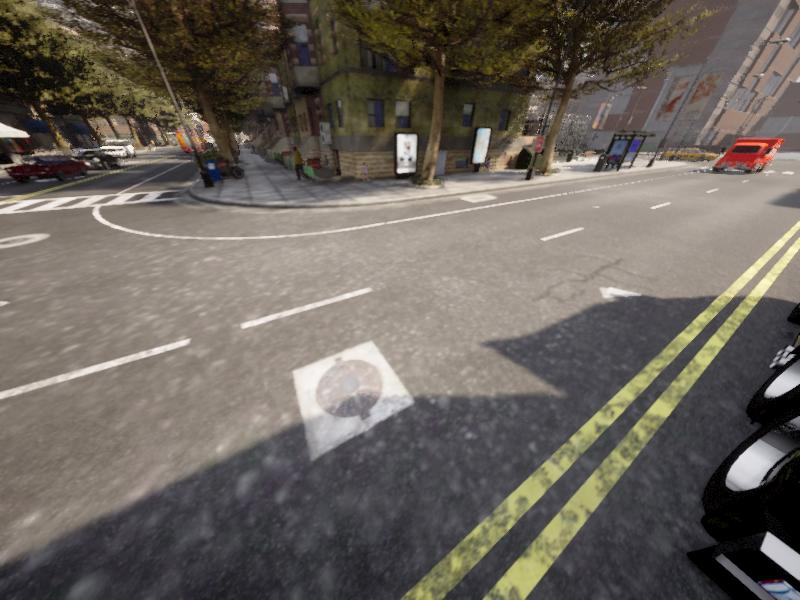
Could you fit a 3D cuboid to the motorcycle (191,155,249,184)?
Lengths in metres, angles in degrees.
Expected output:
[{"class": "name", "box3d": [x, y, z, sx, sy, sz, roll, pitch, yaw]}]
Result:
[{"class": "motorcycle", "box3d": [-10.678, -7.866, 13.870, 0.764, 1.277, 2.356, 9, 35, 30]}]

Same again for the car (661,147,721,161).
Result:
[{"class": "car", "box3d": [42.007, -21.256, 33.513, 2.128, 1.511, 4.902, -18, 39, -24]}]

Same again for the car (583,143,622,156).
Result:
[{"class": "car", "box3d": [36.310, -27.128, 41.658, 2.097, 1.767, 4.553, -18, 39, -24]}]

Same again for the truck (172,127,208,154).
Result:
[{"class": "truck", "box3d": [-38.941, -29.841, 43.235, 2.891, 3.827, 8.468, -18, 39, -24]}]

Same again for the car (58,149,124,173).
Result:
[{"class": "car", "box3d": [-26.017, -11.943, 19.673, 1.970, 1.475, 3.806, -18, 39, -24]}]

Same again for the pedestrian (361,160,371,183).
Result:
[{"class": "pedestrian", "box3d": [-1.970, -7.455, 13.422, 0.500, 1.100, 0.500, -6, 35, -9]}]

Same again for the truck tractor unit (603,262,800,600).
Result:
[{"class": "truck tractor unit", "box3d": [5.112, -0.297, 0.799, 6.516, 4.208, 3.053, -18, 39, -25]}]

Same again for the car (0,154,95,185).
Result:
[{"class": "car", "box3d": [-22.742, -8.597, 15.049, 1.895, 1.301, 4.718, -18, 39, -24]}]

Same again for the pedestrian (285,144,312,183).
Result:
[{"class": "pedestrian", "box3d": [-5.825, -7.852, 13.299, 0.751, 1.860, 0.751, 7, 35, 9]}]

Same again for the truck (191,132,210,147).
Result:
[{"class": "truck", "box3d": [-67.584, -54.423, 78.330, 2.891, 3.827, 8.468, -18, 39, -24]}]

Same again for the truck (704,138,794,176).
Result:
[{"class": "truck", "box3d": [29.254, -12.121, 19.457, 5.204, 2.467, 2.627, -18, 39, -24]}]

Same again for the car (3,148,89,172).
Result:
[{"class": "car", "box3d": [-30.879, -12.505, 20.460, 2.231, 1.521, 4.892, -18, 39, -24]}]

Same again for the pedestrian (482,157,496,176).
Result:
[{"class": "pedestrian", "box3d": [6.338, -9.569, 16.519, 0.500, 1.100, 0.500, -18, 39, -24]}]

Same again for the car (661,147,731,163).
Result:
[{"class": "car", "box3d": [39.001, -19.366, 30.714, 1.801, 1.575, 5.366, -10, 36, -14]}]

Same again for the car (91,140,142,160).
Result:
[{"class": "car", "box3d": [-37.438, -20.077, 30.783, 2.435, 2.045, 5.566, -18, 39, -24]}]
